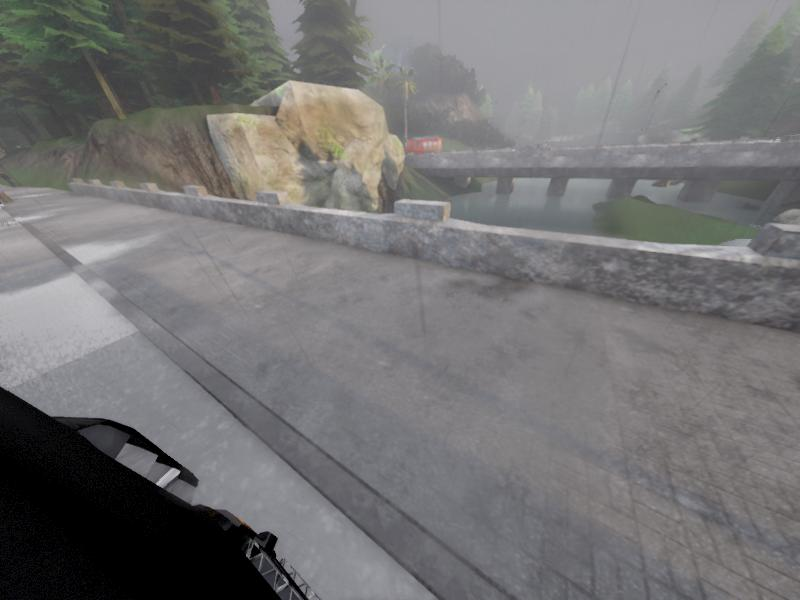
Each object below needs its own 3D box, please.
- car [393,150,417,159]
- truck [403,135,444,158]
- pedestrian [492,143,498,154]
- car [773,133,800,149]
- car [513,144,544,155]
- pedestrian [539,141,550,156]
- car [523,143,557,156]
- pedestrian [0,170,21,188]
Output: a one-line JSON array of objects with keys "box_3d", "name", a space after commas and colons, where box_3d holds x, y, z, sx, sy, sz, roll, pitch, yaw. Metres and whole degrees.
[{"box_3d": [1.079, -31.794, 50.483, 5.008, 1.535, 1.882, 17, 38, 27], "name": "car"}, {"box_3d": [5.146, -34.063, 51.500, 8.468, 3.827, 2.891, 17, 38, 28], "name": "truck"}, {"box_3d": [20.287, -32.377, 49.284, 0.751, 1.860, 0.751, 15, 38, 26], "name": "pedestrian"}, {"box_3d": [47.385, -18.165, 26.203, 4.892, 1.490, 1.837, 17, 38, 27], "name": "car"}, {"box_3d": [23.589, -27.691, 42.554, 4.674, 1.442, 1.812, 16, 38, 27], "name": "car"}, {"box_3d": [22.000, -23.108, 35.154, 0.751, 1.860, 0.751, -28, 41, -32], "name": "pedestrian"}, {"box_3d": [23.443, -25.226, 38.770, 4.514, 1.525, 2.007, 16, 38, 27], "name": "car"}, {"box_3d": [-46.935, -14.447, 27.655, 0.751, 1.860, 0.751, 18, 39, 28], "name": "pedestrian"}]
